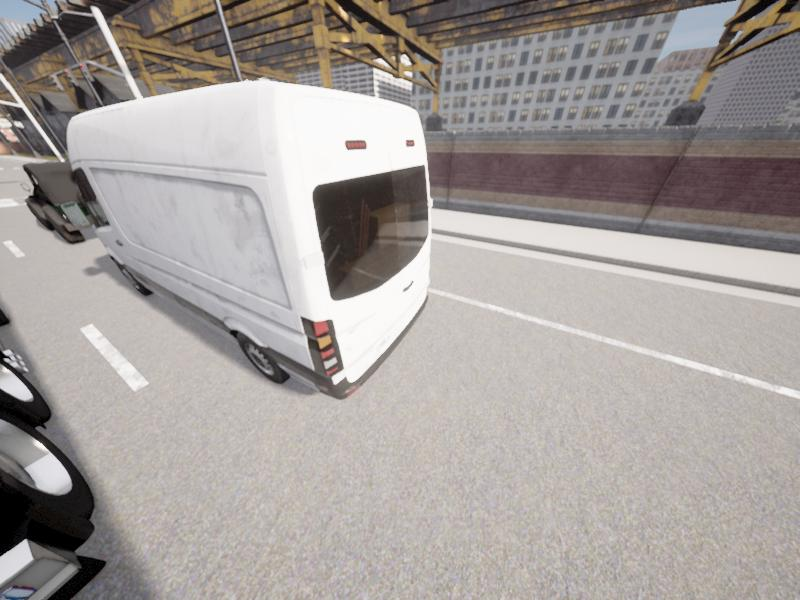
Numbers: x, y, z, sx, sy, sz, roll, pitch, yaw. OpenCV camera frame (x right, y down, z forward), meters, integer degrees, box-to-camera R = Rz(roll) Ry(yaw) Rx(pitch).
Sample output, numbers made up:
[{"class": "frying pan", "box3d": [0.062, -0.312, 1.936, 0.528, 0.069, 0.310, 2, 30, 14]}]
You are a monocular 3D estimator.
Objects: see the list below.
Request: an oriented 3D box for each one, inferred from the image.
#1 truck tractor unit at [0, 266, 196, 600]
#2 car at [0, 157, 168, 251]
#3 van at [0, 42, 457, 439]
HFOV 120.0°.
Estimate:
[{"class": "truck tractor unit", "box3d": [-5.114, -0.291, 0.814, 6.516, 4.208, 3.053, 18, 38, 25]}, {"class": "car", "box3d": [-9.456, -3.046, 6.865, 3.866, 1.878, 1.905, 18, 39, 24]}, {"class": "van", "box3d": [-2.530, -1.070, 3.372, 5.915, 2.561, 1.988, 18, 39, 24]}]
